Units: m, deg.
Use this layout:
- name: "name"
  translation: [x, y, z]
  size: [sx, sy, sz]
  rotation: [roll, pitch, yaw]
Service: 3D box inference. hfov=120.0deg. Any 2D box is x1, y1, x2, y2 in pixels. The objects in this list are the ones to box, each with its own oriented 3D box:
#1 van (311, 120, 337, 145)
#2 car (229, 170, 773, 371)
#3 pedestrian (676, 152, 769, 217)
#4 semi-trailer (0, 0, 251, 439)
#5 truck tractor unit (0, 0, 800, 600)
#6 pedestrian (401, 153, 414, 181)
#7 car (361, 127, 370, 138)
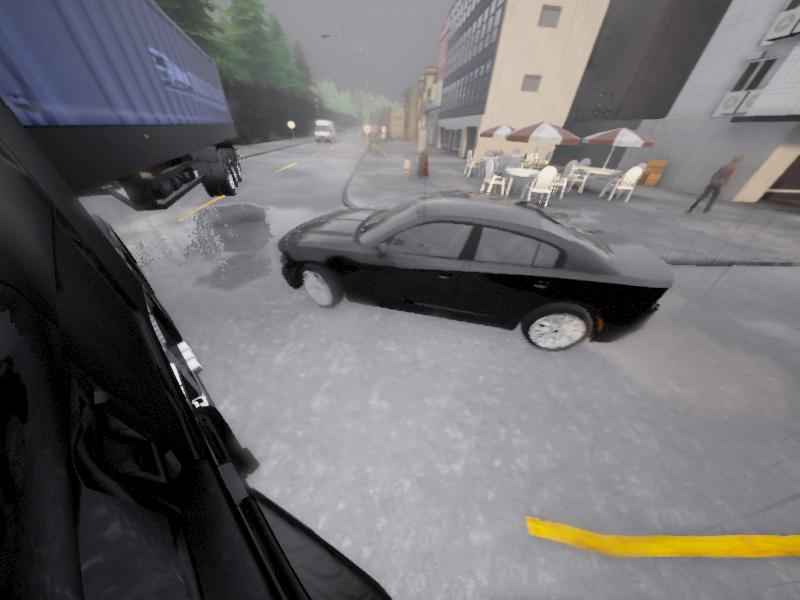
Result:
- name: "van"
  translation: [-10.267, -23.160, 31.908]
  size: [1.988, 2.561, 5.915]
  rotation: [0, 37, -4]
- name: "car"
  translation: [0.677, -0.734, 3.416]
  size: [5.008, 1.535, 1.882]
  rotation: [10, 38, 9]
- name: "pedestrian"
  translation: [10.801, -3.886, 7.845]
  size: [0.751, 1.860, 0.751]
  rotation: [-4, 37, -9]
- name: "semi-trailer"
  translation: [-6.469, -4.529, 5.605]
  size: [2.717, 4.402, 14.254]
  rotation: [-13, 40, -20]
- name: "truck tractor unit"
  translation: [-2.645, -0.295, 0.351]
  size: [6.516, 4.208, 3.053]
  rotation: [28, 44, 30]
- name: "pedestrian"
  translation: [0.359, -6.460, 11.224]
  size: [0.500, 1.100, 0.500]
  rotation: [-1, 37, -5]
- name: "car"
  translation: [-8.295, -40.827, 56.292]
  size: [1.932, 1.855, 4.605]
  rotation: [0, 37, -4]
